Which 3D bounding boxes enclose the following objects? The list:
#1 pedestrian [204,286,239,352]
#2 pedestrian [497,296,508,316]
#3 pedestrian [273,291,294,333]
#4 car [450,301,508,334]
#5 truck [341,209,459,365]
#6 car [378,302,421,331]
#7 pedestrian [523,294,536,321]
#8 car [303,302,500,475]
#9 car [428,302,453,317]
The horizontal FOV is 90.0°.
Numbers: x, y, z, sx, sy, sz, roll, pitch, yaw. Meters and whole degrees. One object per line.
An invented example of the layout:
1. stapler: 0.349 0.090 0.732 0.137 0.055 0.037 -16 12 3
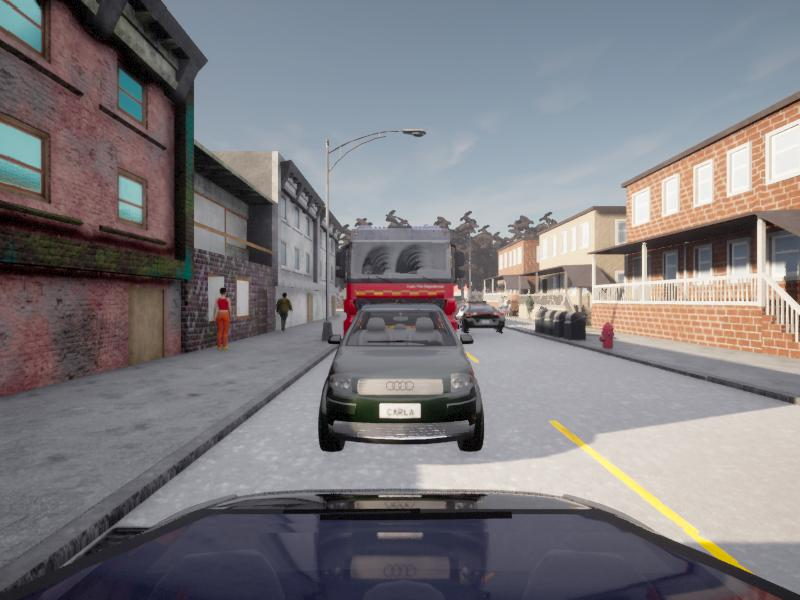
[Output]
1. pedestrian: -5.227 0.533 11.771 0.751 1.860 0.751 0 0 -8
2. pedestrian: 9.179 0.533 35.872 0.751 1.860 0.751 0 0 -1
3. pedestrian: -5.319 0.533 18.320 0.751 1.860 0.751 0 0 -4
4. car: 3.983 0.826 21.015 2.038 1.542 4.974 0 0 0
5. truck: -0.010 -0.321 14.022 2.891 3.827 8.468 0 0 0
6. car: -0.021 0.851 22.747 2.163 1.488 4.792 0 0 0
7. pedestrian: 8.993 0.533 27.804 0.751 1.860 0.751 0 0 8
8. car: 0.007 0.815 5.489 1.789 1.549 3.705 0 0 0
9. car: 3.945 0.894 39.943 2.033 1.411 5.357 0 0 0
